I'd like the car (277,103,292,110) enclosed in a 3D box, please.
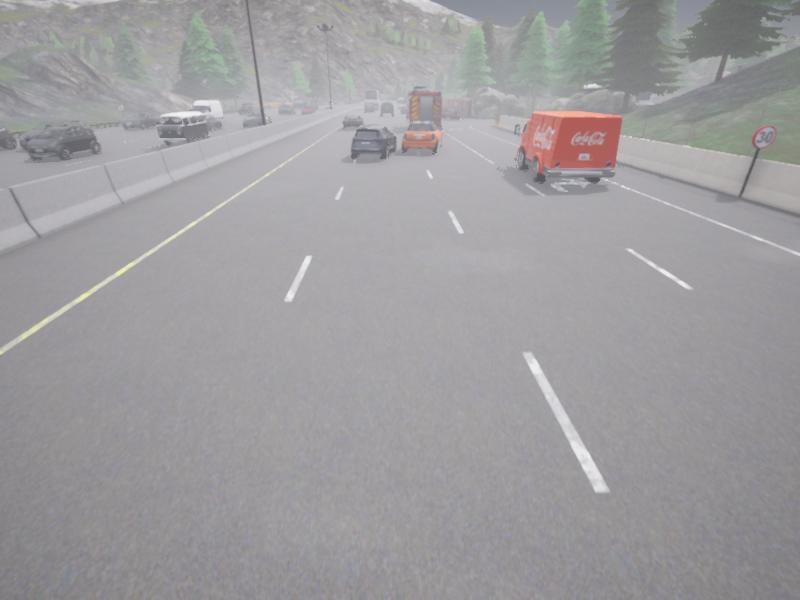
[{"bbox_3d":[-27.579,-46.250,95.609,2.128,1.511,4.902,0,27,-1],"label":"car"}]

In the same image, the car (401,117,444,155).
[{"bbox_3d":[1.456,-10.238,24.743,2.097,1.767,4.553,4,27,9],"label":"car"}]

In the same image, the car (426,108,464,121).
[{"bbox_3d":[6.237,-25.976,55.891,4.792,1.488,2.163,23,35,38],"label":"car"}]

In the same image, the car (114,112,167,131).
[{"bbox_3d":[-25.747,-17.864,39.977,2.128,1.511,4.902,-1,27,-2],"label":"car"}]

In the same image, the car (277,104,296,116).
[{"bbox_3d":[-19.742,-33.251,69.790,2.097,1.767,4.553,-1,27,-2],"label":"car"}]

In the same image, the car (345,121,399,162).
[{"bbox_3d":[-1.429,-8.995,22.492,2.033,1.649,4.856,4,27,7],"label":"car"}]

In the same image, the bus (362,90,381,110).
[{"bbox_3d":[-6.702,-47.768,95.486,3.944,4.253,10.273,0,27,-1],"label":"bus"}]

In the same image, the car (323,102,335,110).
[{"bbox_3d":[-17.079,-46.674,96.332,1.801,1.575,5.366,0,27,-1],"label":"car"}]

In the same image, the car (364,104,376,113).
[{"bbox_3d":[-6.092,-38.566,80.534,2.163,1.488,4.792,-1,27,-2],"label":"car"}]

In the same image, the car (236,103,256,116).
[{"bbox_3d":[-26.739,-33.179,69.558,1.905,1.878,3.866,-1,27,-2],"label":"car"}]

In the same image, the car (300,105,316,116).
[{"bbox_3d":[-16.281,-33.724,71.083,2.007,1.525,4.514,-1,27,-2],"label":"car"}]

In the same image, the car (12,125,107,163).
[{"bbox_3d":[-18.131,-8.500,21.603,1.789,1.549,3.705,-1,27,-1],"label":"car"}]

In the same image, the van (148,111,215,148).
[{"bbox_3d":[-14.831,-11.805,27.535,2.069,2.038,4.480,-1,27,-2],"label":"van"}]

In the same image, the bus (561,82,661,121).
[{"bbox_3d":[27.561,-26.215,52.873,10.273,4.253,3.944,-1,27,-1],"label":"bus"}]

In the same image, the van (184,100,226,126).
[{"bbox_3d":[-22.474,-21.756,46.467,1.988,2.561,5.915,-1,27,-2],"label":"van"}]

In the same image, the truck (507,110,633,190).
[{"bbox_3d":[6.454,-6.279,16.252,2.627,2.467,5.204,0,27,-1],"label":"truck"}]

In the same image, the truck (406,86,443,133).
[{"bbox_3d":[2.255,-19.119,39.893,2.891,3.827,8.468,-1,27,-1],"label":"truck"}]

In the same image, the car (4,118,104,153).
[{"bbox_3d":[-21.764,-10.549,25.485,2.242,1.667,4.611,-1,27,-2],"label":"car"}]

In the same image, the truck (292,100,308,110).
[{"bbox_3d":[-24.079,-47.235,96.813,2.390,2.098,6.274,0,27,-1],"label":"truck"}]

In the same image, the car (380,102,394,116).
[{"bbox_3d":[-2.160,-32.229,67.515,2.150,2.045,5.566,-1,27,-2],"label":"car"}]

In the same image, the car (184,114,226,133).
[{"bbox_3d":[-18.696,-17.066,38.572,1.994,1.385,4.181,-1,27,-2],"label":"car"}]

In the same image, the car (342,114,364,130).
[{"bbox_3d":[-4.779,-18.400,41.264,1.895,1.301,4.718,-1,27,-2],"label":"car"}]

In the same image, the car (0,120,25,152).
[{"bbox_3d":[-25.189,-9.425,23.285,2.242,1.667,4.611,-1,27,-2],"label":"car"}]

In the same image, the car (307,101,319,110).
[{"bbox_3d":[-20.565,-46.124,94.894,1.905,1.878,3.866,-1,27,-2],"label":"car"}]

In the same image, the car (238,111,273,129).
[{"bbox_3d":[-15.335,-19.277,42.724,2.038,1.542,4.974,-1,27,-1],"label":"car"}]
